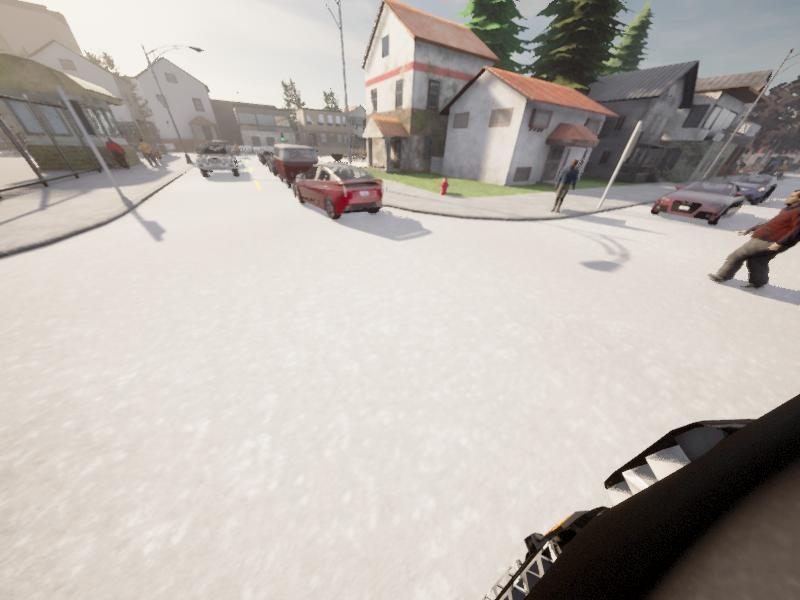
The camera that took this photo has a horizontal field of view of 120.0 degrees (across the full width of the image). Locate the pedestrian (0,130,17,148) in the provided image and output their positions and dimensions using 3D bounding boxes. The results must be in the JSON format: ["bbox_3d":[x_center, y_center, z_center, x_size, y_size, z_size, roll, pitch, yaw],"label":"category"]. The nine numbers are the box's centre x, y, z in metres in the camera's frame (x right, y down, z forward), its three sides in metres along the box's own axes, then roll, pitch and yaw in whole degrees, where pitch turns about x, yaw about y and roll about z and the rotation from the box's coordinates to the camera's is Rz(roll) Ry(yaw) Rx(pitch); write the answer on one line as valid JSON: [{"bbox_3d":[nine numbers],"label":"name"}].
[{"bbox_3d":[-48.488,-19.745,28.302,0.751,1.860,0.751,16,36,19],"label":"pedestrian"}]

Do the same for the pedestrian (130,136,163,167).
[{"bbox_3d":[-18.600,-10.886,17.006,0.751,1.860,0.751,-8,35,-15],"label":"pedestrian"}]

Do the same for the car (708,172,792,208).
[{"bbox_3d":[20.611,-6.586,13.643,3.633,1.501,1.845,-16,38,-26],"label":"car"}]

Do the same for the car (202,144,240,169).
[{"bbox_3d":[-15.767,-12.880,20.604,2.033,1.649,4.856,-16,38,-25],"label":"car"}]

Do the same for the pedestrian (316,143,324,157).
[{"bbox_3d":[-12.759,-24.086,37.065,0.751,1.860,0.751,-20,40,-30],"label":"pedestrian"}]

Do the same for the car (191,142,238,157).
[{"bbox_3d":[-25.428,-20.665,31.705,4.902,1.511,2.128,11,35,12],"label":"car"}]

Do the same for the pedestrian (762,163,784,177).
[{"bbox_3d":[55.701,-19.428,34.539,0.751,1.860,0.751,-9,36,-17],"label":"pedestrian"}]

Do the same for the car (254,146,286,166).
[{"bbox_3d":[-13.640,-15.099,24.184,2.163,1.488,4.792,-16,38,-26],"label":"car"}]

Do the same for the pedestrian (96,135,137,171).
[{"bbox_3d":[-17.833,-9.226,14.577,0.751,1.860,0.751,-14,37,-23],"label":"pedestrian"}]

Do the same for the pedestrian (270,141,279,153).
[{"bbox_3d":[-23.332,-28.466,42.938,0.751,1.860,0.751,-24,42,-34],"label":"pedestrian"}]

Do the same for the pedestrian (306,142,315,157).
[{"bbox_3d":[-14.278,-23.984,36.816,0.751,1.860,0.751,-19,39,-29],"label":"pedestrian"}]

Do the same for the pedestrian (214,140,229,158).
[{"bbox_3d":[-22.347,-18.875,28.874,0.751,1.860,0.751,25,40,30],"label":"pedestrian"}]

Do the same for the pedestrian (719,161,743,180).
[{"bbox_3d":[39.426,-15.429,27.523,0.751,1.860,0.751,-21,40,-31],"label":"pedestrian"}]

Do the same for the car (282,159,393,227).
[{"bbox_3d":[-2.436,-4.195,8.591,2.007,1.525,4.514,-23,41,-33],"label":"car"}]

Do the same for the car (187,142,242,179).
[{"bbox_3d":[-12.049,-9.362,15.373,1.932,1.855,4.605,-15,37,-24],"label":"car"}]

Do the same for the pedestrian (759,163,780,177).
[{"bbox_3d":[55.083,-19.403,34.462,0.751,1.860,0.751,-17,39,-27],"label":"pedestrian"}]

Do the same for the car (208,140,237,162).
[{"bbox_3d":[-19.315,-16.288,25.225,1.905,1.878,3.866,-17,39,-27],"label":"car"}]

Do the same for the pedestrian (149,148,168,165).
[{"bbox_3d":[-19.635,-11.666,18.785,0.500,1.100,0.500,1,34,-2],"label":"pedestrian"}]

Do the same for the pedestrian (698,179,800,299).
[{"bbox_3d":[6.701,-1.093,4.207,0.751,1.860,0.751,-24,42,-34],"label":"pedestrian"}]

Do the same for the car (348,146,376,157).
[{"bbox_3d":[-7.628,-30.128,46.911,5.366,1.575,1.801,-17,38,-27],"label":"car"}]

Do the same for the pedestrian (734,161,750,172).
[{"bbox_3d":[66.982,-26.143,45.270,0.751,1.860,0.751,2,34,0],"label":"pedestrian"}]

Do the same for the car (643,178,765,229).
[{"bbox_3d":[12.848,-4.252,9.803,4.181,1.385,1.994,-16,38,-26],"label":"car"}]

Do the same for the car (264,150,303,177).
[{"bbox_3d":[-8.866,-10.345,17.402,1.816,1.474,4.193,-16,38,-26],"label":"car"}]

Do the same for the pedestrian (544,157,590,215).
[{"bbox_3d":[6.331,-4.344,8.850,0.751,1.860,0.751,20,38,24],"label":"pedestrian"}]

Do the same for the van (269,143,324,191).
[{"bbox_3d":[-5.994,-7.736,13.234,1.775,1.987,4.442,-17,38,-26],"label":"van"}]

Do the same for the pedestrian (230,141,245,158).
[{"bbox_3d":[-20.541,-19.033,29.227,0.751,1.860,0.751,-3,34,-9],"label":"pedestrian"}]
